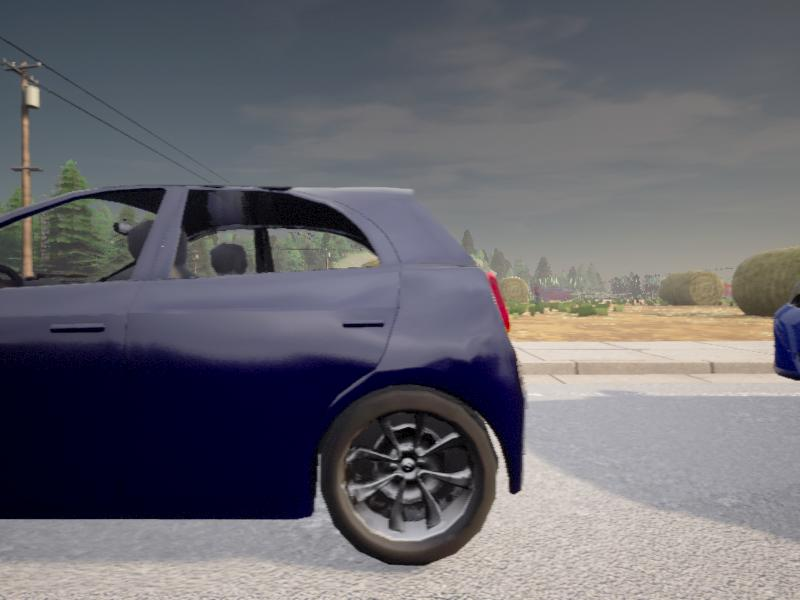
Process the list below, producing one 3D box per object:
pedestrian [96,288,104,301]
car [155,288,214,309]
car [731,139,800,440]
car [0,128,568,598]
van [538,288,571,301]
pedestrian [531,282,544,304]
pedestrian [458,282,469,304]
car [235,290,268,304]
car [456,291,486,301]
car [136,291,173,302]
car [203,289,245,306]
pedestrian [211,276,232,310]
[{"bbox_3d":[-43.600,-0.829,58.144,0.751,1.860,0.751,0,1,26],"label":"pedestrian"},{"bbox_3d":[-17.321,-0.155,32.549,2.038,1.542,4.974,0,1,1],"label":"car"},{"bbox_3d":[5.495,-0.070,2.181,5.566,2.045,2.150,0,1,0],"label":"car"},{"bbox_3d":[-1.283,0.197,2.200,3.633,1.501,1.845,0,1,0],"label":"car"},{"bbox_3d":[23.537,-0.889,61.149,4.442,1.987,1.775,0,1,4],"label":"van"},{"bbox_3d":[11.920,-0.616,34.720,0.751,1.860,0.751,-1,1,-26],"label":"pedestrian"},{"bbox_3d":[5.433,-0.594,34.115,0.751,1.860,0.751,0,1,26],"label":"pedestrian"},{"bbox_3d":[-17.059,-0.341,46.257,2.007,1.525,4.514,0,1,1],"label":"car"},{"bbox_3d":[10.352,-0.573,58.538,4.193,1.474,1.816,0,1,4],"label":"car"},{"bbox_3d":[-37.834,-0.547,61.738,4.514,1.525,2.007,0,1,3],"label":"car"},{"bbox_3d":[-17.188,-0.252,39.332,1.882,1.535,5.008,0,1,1],"label":"car"},{"bbox_3d":[-9.913,-0.388,22.184,0.751,1.860,0.751,0,1,32],"label":"pedestrian"}]
